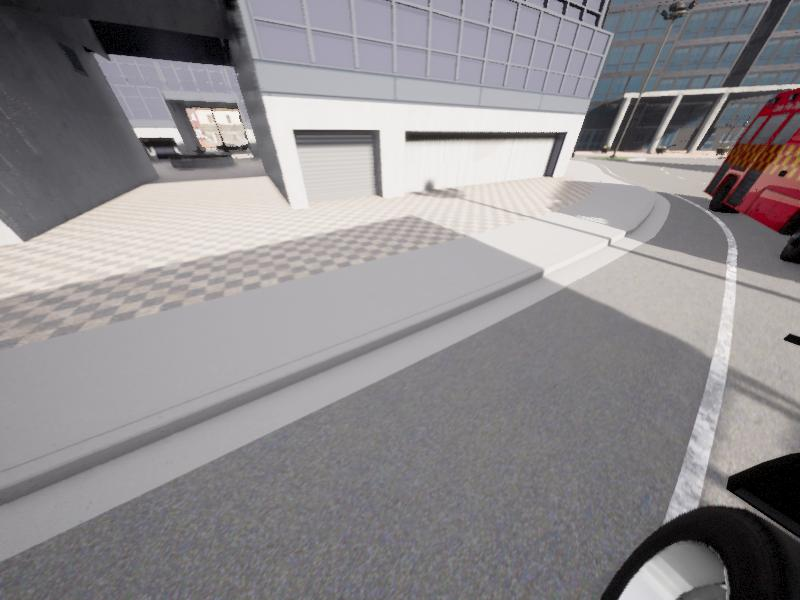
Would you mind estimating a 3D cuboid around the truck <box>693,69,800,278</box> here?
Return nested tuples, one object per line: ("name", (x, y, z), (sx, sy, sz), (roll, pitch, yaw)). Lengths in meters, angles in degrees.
("truck", (11.005, -3.215, 5.075), (2.891, 3.827, 8.468), (22, 41, 28))

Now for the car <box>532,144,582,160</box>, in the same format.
("car", (19.957, -19.138, 29.717), (2.038, 1.542, 4.974), (-12, 37, -15))
